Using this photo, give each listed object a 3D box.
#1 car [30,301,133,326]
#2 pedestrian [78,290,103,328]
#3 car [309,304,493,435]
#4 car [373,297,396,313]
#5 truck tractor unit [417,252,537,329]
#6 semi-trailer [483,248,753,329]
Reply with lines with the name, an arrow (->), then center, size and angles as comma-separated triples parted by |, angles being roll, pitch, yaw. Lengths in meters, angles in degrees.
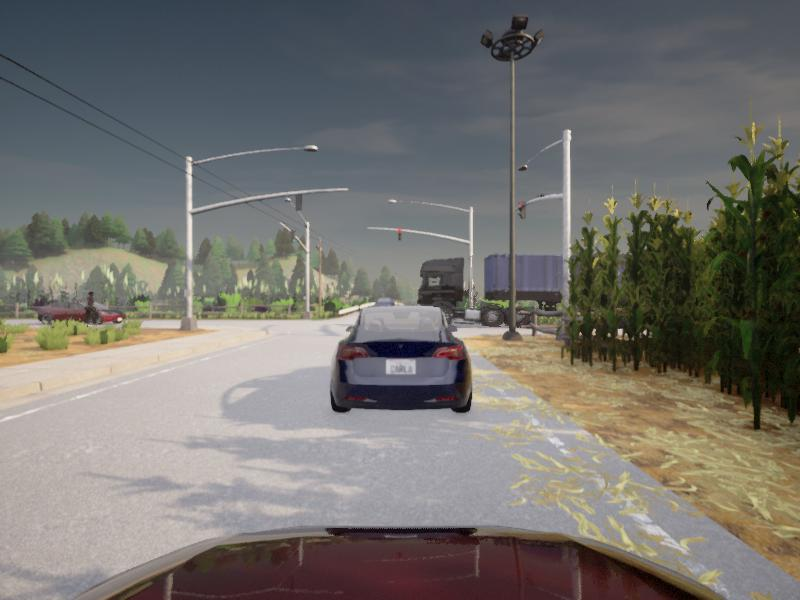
car -> -19.722, 0.801, 24.908 | 4.792, 1.488, 2.163 | 0, 0, 3
pedestrian -> -15.578, 0.438, 20.145 | 0.751, 1.860, 0.751 | 0, 0, -12
car -> 0.027, 0.847, 7.116 | 2.163, 1.488, 4.792 | 0, 0, 0
car -> -1.598, 0.452, 42.279 | 1.812, 1.442, 4.674 | 0, 3, 6
truck tractor unit -> 4.325, -0.532, 23.552 | 6.516, 4.208, 3.053 | 0, 0, 5
semi-trailer -> 12.230, -0.632, 23.318 | 14.254, 4.402, 2.717 | 0, 0, 1
